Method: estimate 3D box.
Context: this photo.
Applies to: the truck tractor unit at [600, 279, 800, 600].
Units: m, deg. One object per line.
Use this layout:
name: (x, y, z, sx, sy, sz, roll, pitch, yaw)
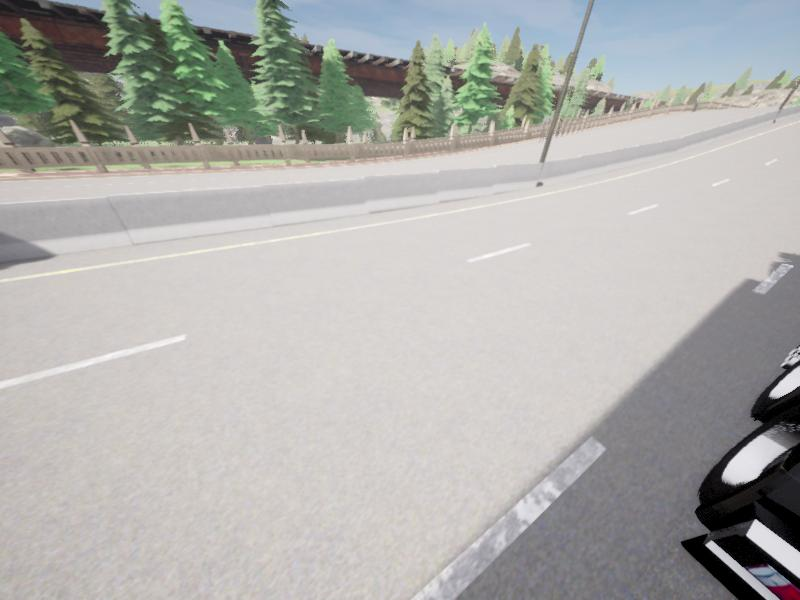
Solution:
truck tractor unit: (5.123, -0.294, 0.726, 6.516, 4.208, 3.053, -18, 39, -22)
